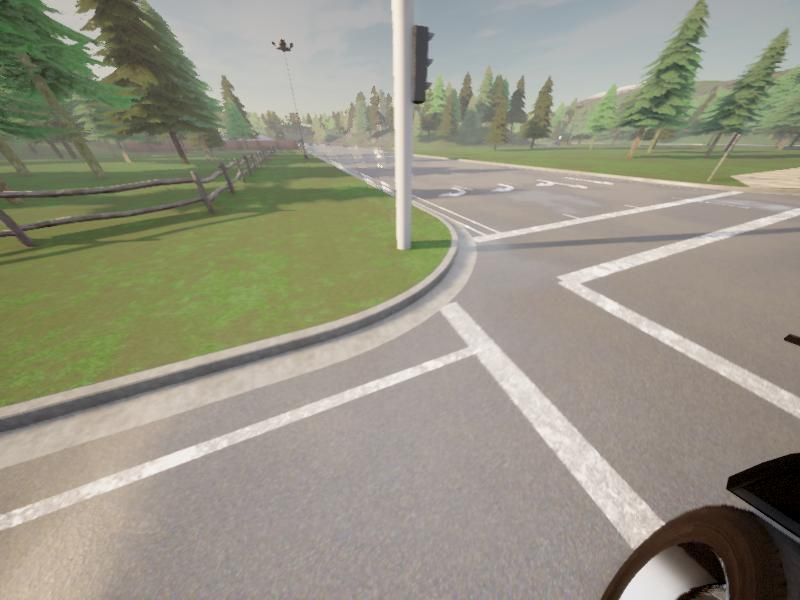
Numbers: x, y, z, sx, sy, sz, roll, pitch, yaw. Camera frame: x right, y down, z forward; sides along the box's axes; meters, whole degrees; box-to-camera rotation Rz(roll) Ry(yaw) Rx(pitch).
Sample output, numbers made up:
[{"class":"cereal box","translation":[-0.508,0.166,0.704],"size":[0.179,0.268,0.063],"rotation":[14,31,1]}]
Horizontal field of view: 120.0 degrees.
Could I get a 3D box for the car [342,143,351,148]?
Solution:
[{"class":"car","translation":[-20.230,-57.928,86.567],"size":[2.128,1.511,4.902],"rotation":[-14,37,-18]}]
